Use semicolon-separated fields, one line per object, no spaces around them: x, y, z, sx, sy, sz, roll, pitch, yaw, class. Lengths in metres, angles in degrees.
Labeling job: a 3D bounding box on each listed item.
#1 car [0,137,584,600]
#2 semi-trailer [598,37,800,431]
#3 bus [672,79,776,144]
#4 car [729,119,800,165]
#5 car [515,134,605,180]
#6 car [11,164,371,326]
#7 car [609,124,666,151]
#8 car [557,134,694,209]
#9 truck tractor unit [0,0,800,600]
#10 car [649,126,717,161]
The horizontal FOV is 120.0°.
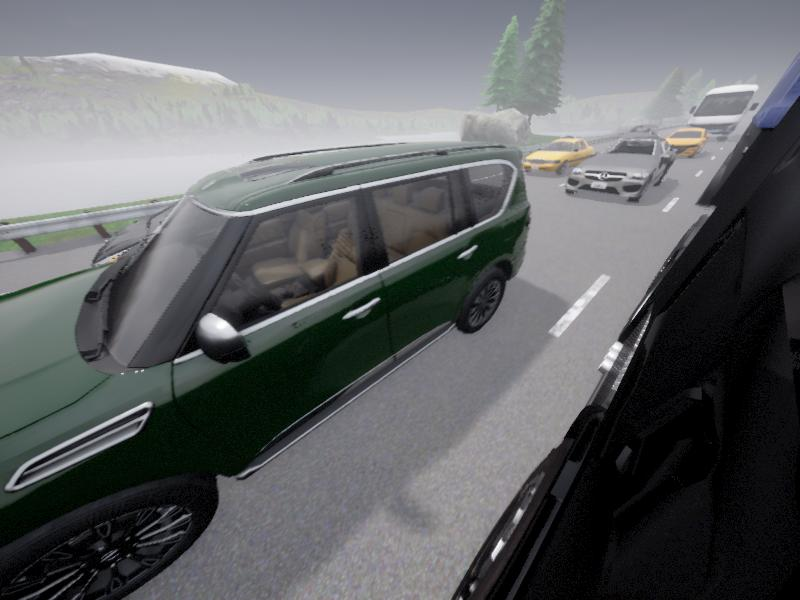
-0.827;-0.278;2.383;5.566;2.045;2.150;-28;43;-30;car
8.700;-3.583;4.255;14.254;4.402;2.717;-28;43;-30;semi-trailer
32.741;-18.841;23.508;10.273;4.253;3.944;-28;43;-30;bus
20.745;-8.870;12.854;4.553;1.767;2.097;-28;43;-30;car
8.585;-7.784;12.328;5.366;1.575;1.801;-28;43;-30;car
-3.109;-1.578;4.720;4.514;1.525;2.007;-28;43;-30;car
20.963;-14.371;20.374;4.611;1.667;2.242;-28;43;-30;car
8.230;-4.898;8.414;5.027;1.651;2.152;-28;43;-30;car
2.645;-0.295;0.351;6.516;4.208;3.053;-28;44;-30;truck tractor unit
18.867;-10.488;15.373;5.008;1.535;1.882;-28;43;-30;car
